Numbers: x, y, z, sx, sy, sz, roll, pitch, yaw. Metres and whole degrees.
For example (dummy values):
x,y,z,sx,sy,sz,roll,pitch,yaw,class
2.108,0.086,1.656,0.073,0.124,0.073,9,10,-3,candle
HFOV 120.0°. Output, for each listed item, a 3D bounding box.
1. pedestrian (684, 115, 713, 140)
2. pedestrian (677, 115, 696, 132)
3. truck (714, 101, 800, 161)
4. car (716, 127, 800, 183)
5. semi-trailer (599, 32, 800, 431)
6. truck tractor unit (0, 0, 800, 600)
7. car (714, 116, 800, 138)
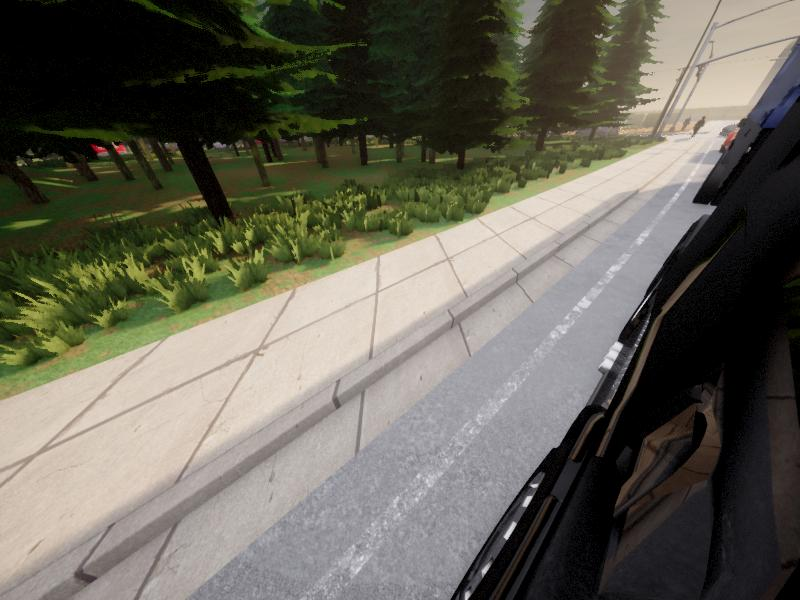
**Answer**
x,y,z,sx,sy,sz,roll,pitch,yaw,class
27.976,-16.188,21.682,0.751,1.860,0.751,-19,40,-21,pedestrian
40.183,-24.768,32.394,0.751,1.860,0.751,17,41,24,pedestrian
21.374,-9.912,13.487,5.204,2.467,2.627,-30,44,-31,truck
15.881,-6.352,9.894,4.902,1.511,2.128,-29,44,-30,car
8.644,-3.643,4.279,14.254,4.402,2.717,-29,44,-30,semi-trailer
2.645,-0.295,0.351,6.516,4.208,3.053,-28,44,-30,truck tractor unit
36.870,-18.042,24.086,2.242,1.667,4.611,3,37,7,car
